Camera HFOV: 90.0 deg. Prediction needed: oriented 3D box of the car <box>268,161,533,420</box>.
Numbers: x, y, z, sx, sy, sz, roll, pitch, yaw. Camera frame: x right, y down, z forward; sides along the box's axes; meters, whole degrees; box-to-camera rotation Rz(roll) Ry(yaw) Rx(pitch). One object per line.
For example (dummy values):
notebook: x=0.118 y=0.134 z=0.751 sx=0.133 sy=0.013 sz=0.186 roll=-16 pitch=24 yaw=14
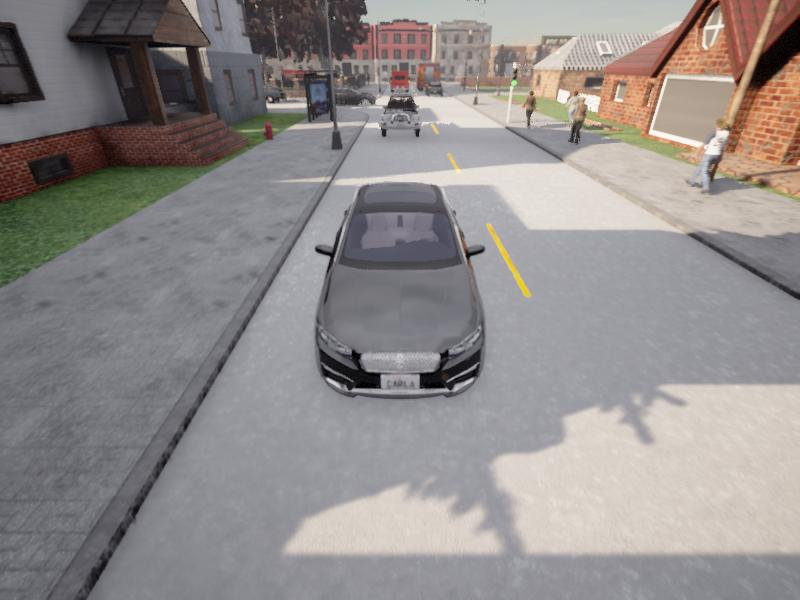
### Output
car: x=0.002 y=-0.700 z=5.706 sx=2.128 sy=1.511 sz=4.902 roll=0 pitch=30 yaw=0

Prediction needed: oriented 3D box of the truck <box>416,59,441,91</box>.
truck: x=4.008 y=-32.607 z=57.988 sx=2.891 sy=3.827 sz=8.468 roll=0 pitch=30 yaw=0

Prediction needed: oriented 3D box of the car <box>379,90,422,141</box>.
car: x=0.063 y=-9.557 z=20.483 sx=1.932 sy=1.855 sz=4.605 roll=0 pitch=32 yaw=1

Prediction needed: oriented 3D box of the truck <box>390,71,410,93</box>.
truck: x=-0.004 y=-29.404 z=53.856 sx=2.627 sy=2.467 sz=5.204 roll=0 pitch=30 yaw=0

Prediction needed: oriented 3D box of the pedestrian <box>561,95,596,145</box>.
pedestrian: x=7.511 y=-7.585 z=16.886 sx=0.751 sy=1.860 sz=0.751 roll=-1 pitch=30 yaw=-2

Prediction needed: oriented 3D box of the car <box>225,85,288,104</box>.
car: x=-13.228 y=-19.116 z=37.206 sx=4.902 sy=1.511 sz=2.128 roll=0 pitch=30 yaw=0

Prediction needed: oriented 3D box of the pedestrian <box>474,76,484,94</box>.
pedestrian: x=9.608 y=-26.275 z=48.855 sx=0.751 sy=1.860 sz=0.751 roll=-7 pitch=31 yaw=-12

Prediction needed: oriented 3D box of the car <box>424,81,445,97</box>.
car: x=4.002 y=-24.996 z=47.269 sx=2.128 sy=1.511 sz=4.902 roll=0 pitch=30 yaw=0

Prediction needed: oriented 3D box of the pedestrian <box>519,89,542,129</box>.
pedestrian: x=6.972 y=-10.240 z=21.427 sx=0.751 sy=1.860 sz=0.751 roll=1 pitch=30 yaw=2

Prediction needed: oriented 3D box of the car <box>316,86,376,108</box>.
car: x=-4.564 y=-17.326 z=34.165 sx=4.892 sy=1.490 sz=1.837 roll=-4 pitch=31 yaw=-7

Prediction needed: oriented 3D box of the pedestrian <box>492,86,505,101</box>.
pedestrian: x=9.446 y=-19.746 z=38.242 sx=0.751 sy=1.300 sz=0.751 roll=-12 pitch=32 yaw=-19

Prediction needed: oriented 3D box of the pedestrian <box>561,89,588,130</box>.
pedestrian: x=9.108 y=-9.947 z=20.926 sx=0.751 sy=1.860 sz=0.751 roll=0 pitch=30 yaw=1

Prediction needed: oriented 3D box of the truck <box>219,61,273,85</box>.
truck: x=-29.047 y=-42.989 z=75.746 sx=8.468 sy=3.827 sz=2.891 roll=0 pitch=30 yaw=0

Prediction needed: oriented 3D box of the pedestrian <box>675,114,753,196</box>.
pedestrian: x=7.996 y=-3.725 z=10.283 sx=0.751 sy=1.860 sz=0.751 roll=-3 pitch=30 yaw=-4

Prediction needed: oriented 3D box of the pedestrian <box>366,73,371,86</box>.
pedestrian: x=-5.262 y=-36.628 z=66.563 sx=0.751 sy=1.860 sz=0.751 roll=0 pitch=30 yaw=0

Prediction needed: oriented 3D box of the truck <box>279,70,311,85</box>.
truck: x=-19.886 y=-42.404 z=76.088 sx=5.204 sy=2.467 sz=2.627 roll=0 pitch=30 yaw=-1

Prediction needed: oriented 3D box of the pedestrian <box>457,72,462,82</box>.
pedestrian: x=12.433 y=-46.778 z=83.927 sx=0.751 sy=1.860 sz=0.751 roll=0 pitch=30 yaw=0
